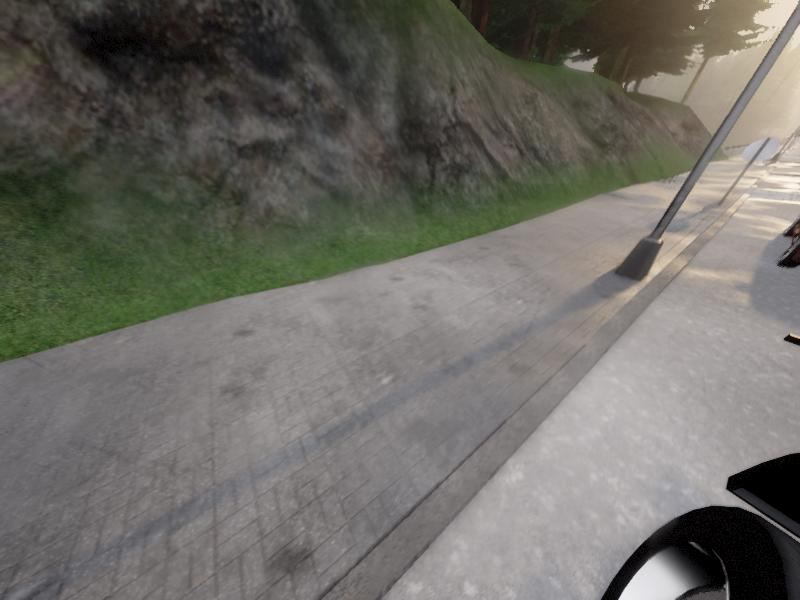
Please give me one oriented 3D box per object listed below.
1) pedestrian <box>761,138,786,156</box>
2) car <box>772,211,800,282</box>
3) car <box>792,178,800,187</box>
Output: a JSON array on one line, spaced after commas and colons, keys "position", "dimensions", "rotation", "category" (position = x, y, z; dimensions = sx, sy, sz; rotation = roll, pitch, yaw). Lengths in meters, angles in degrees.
[{"position": [46.713, -19.101, 28.914], "dimensions": [0.751, 1.860, 0.751], "rotation": [-27, 43, -32], "category": "pedestrian"}, {"position": [9.908, -1.491, 4.642], "dimensions": [5.008, 1.535, 1.882], "rotation": [-22, 40, -28], "category": "car"}, {"position": [23.739, -6.453, 11.611], "dimensions": [4.514, 1.525, 2.007], "rotation": [-5, 35, -7], "category": "car"}]
